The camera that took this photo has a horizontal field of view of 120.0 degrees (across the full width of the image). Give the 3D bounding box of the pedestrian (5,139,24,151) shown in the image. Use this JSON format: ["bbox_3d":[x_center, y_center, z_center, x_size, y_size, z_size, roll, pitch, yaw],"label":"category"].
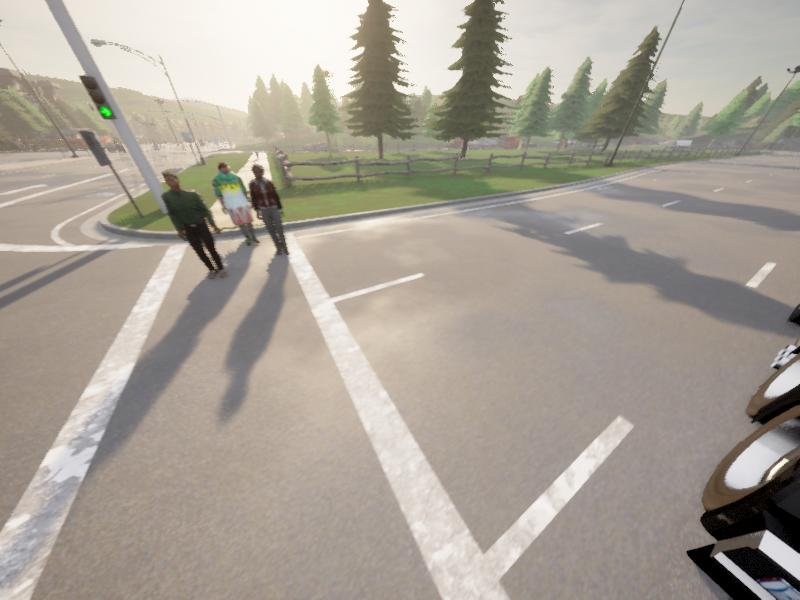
[{"bbox_3d":[-68.356,-27.504,40.968,0.751,1.860,0.751,-23,41,-30],"label":"pedestrian"}]

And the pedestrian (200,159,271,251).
[{"bbox_3d":[-3.888,-2.263,5.553,0.751,1.860,0.751,-23,41,-30],"label":"pedestrian"}]

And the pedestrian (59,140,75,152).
[{"bbox_3d":[-63.040,-29.201,43.726,0.751,1.860,0.751,-18,39,-25],"label":"pedestrian"}]

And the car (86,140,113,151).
[{"bbox_3d":[-62.766,-32.430,48.407,1.905,1.878,3.866,-18,39,-25],"label":"car"}]

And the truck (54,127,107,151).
[{"bbox_3d":[-68.048,-34.461,49.559,2.891,3.827,8.468,-18,39,-25],"label":"truck"}]

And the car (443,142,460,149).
[{"bbox_3d":[15.915,-47.707,71.210,4.553,1.767,2.097,-18,39,-24],"label":"car"}]

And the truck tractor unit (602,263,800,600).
[{"bbox_3d":[5.113,-0.296,0.788,6.516,4.208,3.053,-18,39,-24],"label":"truck tractor unit"}]

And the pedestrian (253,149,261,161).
[{"bbox_3d":[-16.509,-16.808,26.752,0.500,1.100,0.500,-15,38,-21],"label":"pedestrian"}]

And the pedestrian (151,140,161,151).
[{"bbox_3d":[-52.862,-33.474,49.980,0.751,1.860,0.751,-22,41,-29],"label":"pedestrian"}]

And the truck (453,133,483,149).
[{"bbox_3d":[20.444,-47.707,69.463,8.468,3.827,2.891,-18,39,-24],"label":"truck"}]

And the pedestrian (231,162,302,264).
[{"bbox_3d":[-2.758,-1.848,4.974,0.751,1.860,0.751,-13,37,-18],"label":"pedestrian"}]

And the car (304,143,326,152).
[{"bbox_3d":[-18.847,-34.111,51.478,3.988,1.617,1.851,-18,39,-24],"label":"car"}]

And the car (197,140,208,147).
[{"bbox_3d":[-65.173,-51.673,76.259,1.930,1.638,5.238,-18,39,-25],"label":"car"}]

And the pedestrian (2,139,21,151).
[{"bbox_3d":[-69.719,-27.879,41.494,0.751,1.860,0.751,-22,41,-29],"label":"pedestrian"}]

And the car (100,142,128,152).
[{"bbox_3d":[-57.169,-30.701,46.295,1.837,1.490,4.892,-18,39,-24],"label":"car"}]

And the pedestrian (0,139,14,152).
[{"bbox_3d":[-67.623,-26.446,39.453,0.751,1.860,0.751,-13,37,-19],"label":"pedestrian"}]

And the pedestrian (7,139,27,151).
[{"bbox_3d":[-68.694,-27.836,41.442,0.751,1.860,0.751,-18,39,-25],"label":"pedestrian"}]

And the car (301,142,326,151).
[{"bbox_3d":[-20.230,-35.970,54.127,5.027,1.651,2.152,-18,39,-24],"label":"car"}]

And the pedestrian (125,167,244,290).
[{"bbox_3d":[-3.549,-1.226,4.068,0.751,1.860,0.751,-15,38,-21],"label":"pedestrian"}]

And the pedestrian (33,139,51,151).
[{"bbox_3d":[-66.410,-28.814,42.840,0.751,1.860,0.751,-17,38,-23],"label":"pedestrian"}]

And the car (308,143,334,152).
[{"bbox_3d":[-16.766,-32.485,49.145,4.856,1.649,2.033,-18,39,-24],"label":"car"}]

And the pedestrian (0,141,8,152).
[{"bbox_3d":[-68.129,-26.230,39.137,0.751,1.860,0.751,-18,39,-24],"label":"pedestrian"}]

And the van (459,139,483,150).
[{"bbox_3d":[20.392,-44.813,66.523,6.366,2.431,2.351,-18,39,-24],"label":"van"}]
